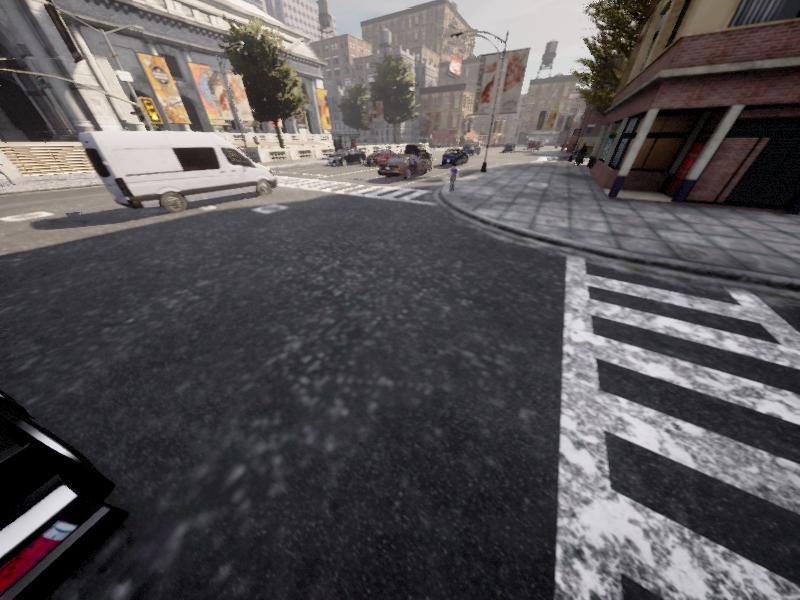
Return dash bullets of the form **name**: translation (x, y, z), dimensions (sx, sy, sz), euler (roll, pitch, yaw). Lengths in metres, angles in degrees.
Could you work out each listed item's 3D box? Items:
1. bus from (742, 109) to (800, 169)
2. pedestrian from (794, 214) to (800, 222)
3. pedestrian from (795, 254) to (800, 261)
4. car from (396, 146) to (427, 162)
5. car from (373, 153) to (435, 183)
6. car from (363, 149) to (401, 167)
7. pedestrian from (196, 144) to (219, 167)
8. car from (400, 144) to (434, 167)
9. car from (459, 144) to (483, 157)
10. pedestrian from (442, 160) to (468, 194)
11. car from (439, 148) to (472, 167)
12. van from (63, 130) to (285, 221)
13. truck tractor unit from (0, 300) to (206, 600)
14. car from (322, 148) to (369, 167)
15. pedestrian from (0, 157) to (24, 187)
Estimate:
- **bus**: translation (38.975, -13.442, 19.280), dimensions (10.273, 4.253, 3.944), euler (18, 39, 25)
- **pedestrian**: translation (12.339, -2.938, 6.187), dimensions (0.751, 1.860, 0.751), euler (17, 38, 23)
- **pedestrian**: translation (8.533, -1.355, 3.944), dimensions (0.751, 1.860, 0.751), euler (16, 38, 22)
- **car**: translation (1.537, -18.729, 29.562), dimensions (1.882, 1.535, 5.008), euler (18, 39, 24)
- **car**: translation (0.477, -9.743, 16.783), dimensions (2.033, 1.411, 5.357), euler (19, 39, 25)
- **car**: translation (-1.847, -15.301, 24.811), dimensions (1.994, 1.385, 4.181), euler (18, 39, 24)
- **pedestrian**: translation (-18.160, -13.639, 21.818), dimensions (0.751, 1.860, 0.751), euler (13, 37, 18)
- **car**: translation (1.850, -15.146, 24.101), dimensions (1.905, 1.878, 3.866), euler (19, 39, 25)
- **car**: translation (11.493, -24.254, 37.346), dimensions (2.152, 1.651, 5.027), euler (19, 39, 25)
- **pedestrian**: translation (2.551, -5.763, 10.818), dimensions (0.751, 1.300, 0.751), euler (-23, 41, -29)
- **car**: translation (5.810, -14.870, 24.035), dimensions (1.816, 1.474, 4.193), euler (19, 39, 25)
- **van**: translation (-8.474, -5.545, 9.821), dimensions (1.988, 2.561, 5.915), euler (19, 39, 25)
- **truck tractor unit**: translation (-5.231, -0.159, 0.578), dimensions (6.516, 4.208, 3.053), euler (13, 37, 18)
- **car**: translation (-5.722, -15.527, 25.043), dimensions (2.128, 1.511, 4.902), euler (19, 39, 25)
- **pedestrian**: translation (-22.512, -7.382, 12.862), dimensions (0.751, 1.860, 0.751), euler (18, 39, 25)
